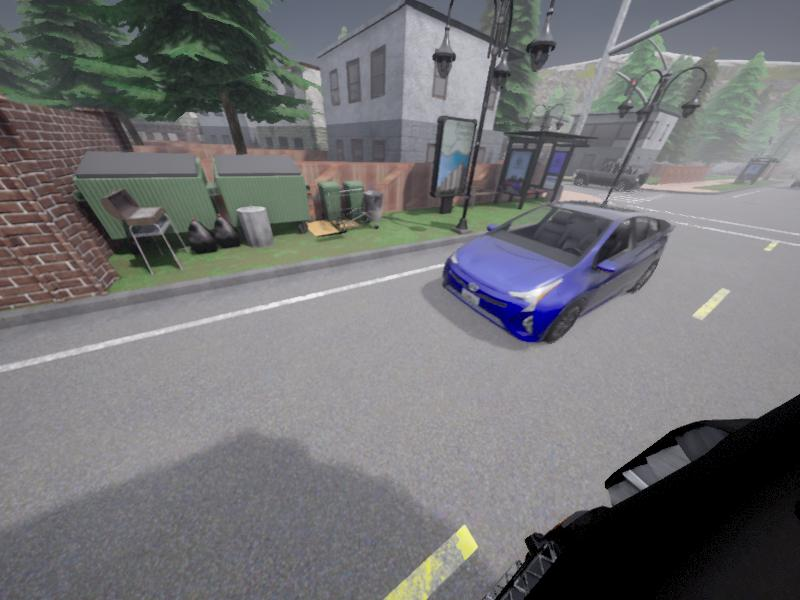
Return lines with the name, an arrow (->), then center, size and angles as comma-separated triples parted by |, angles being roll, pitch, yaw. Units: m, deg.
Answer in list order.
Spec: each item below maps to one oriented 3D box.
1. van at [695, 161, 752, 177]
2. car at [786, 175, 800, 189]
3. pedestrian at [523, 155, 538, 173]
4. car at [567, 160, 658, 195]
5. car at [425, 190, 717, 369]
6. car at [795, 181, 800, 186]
van -> 68.223, -27.864, 48.902 | 2.351, 2.431, 6.366 | -17, 38, -27
car -> 49.381, -14.239, 27.906 | 5.357, 1.411, 2.033 | -16, 38, -26
pedestrian -> 15.585, -16.286, 27.652 | 0.751, 1.860, 0.751 | -10, 36, -19
car -> 16.595, -9.882, 18.382 | 1.932, 1.855, 4.605 | -18, 40, -29
car -> 2.942, -0.855, 4.081 | 4.514, 1.525, 2.007 | -16, 38, -26
car -> 60.067, -17.318, 33.382 | 5.027, 1.651, 2.152 | -16, 38, -26
